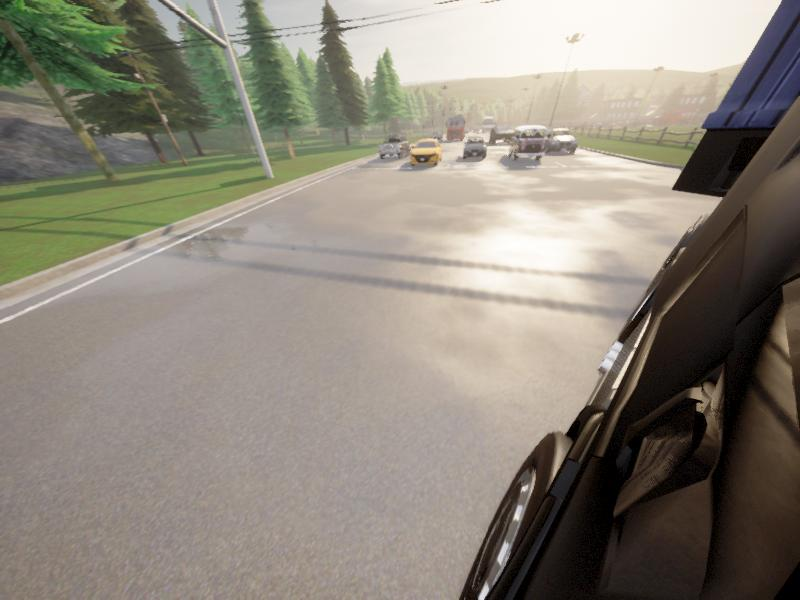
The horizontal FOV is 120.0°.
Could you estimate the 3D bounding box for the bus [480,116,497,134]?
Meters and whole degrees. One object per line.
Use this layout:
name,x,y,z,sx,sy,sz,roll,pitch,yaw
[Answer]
bus,29.331,-58.405,77.084,3.944,4.253,10.273,7,38,13

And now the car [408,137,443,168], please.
car,2.019,-11.034,17.157,1.882,1.535,5.008,6,37,11

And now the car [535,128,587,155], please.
car,13.761,-13.867,20.125,2.242,1.667,4.611,7,38,13

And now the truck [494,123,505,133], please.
truck,31.344,-54.343,72.976,2.627,2.467,5.204,7,38,13

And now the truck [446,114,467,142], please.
truck,10.550,-31.982,42.973,2.891,3.827,8.468,7,38,13

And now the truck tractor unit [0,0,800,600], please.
truck tractor unit,2.645,-0.295,0.351,6.516,4.208,3.053,-28,44,-30

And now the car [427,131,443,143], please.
car,6.513,-29.920,42.296,2.152,1.651,5.027,7,38,13

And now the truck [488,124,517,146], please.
truck,13.625,-22.385,31.272,2.390,2.098,6.274,5,37,11

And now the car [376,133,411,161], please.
car,-0.447,-14.006,21.044,1.932,1.855,4.605,7,37,12

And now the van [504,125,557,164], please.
van,9.112,-11.298,16.641,2.069,2.038,4.480,6,37,12

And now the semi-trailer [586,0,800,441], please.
semi-trailer,9.829,-2.391,2.558,14.254,4.402,2.717,-12,37,-12

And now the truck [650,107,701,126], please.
truck,80.236,-53.507,67.602,8.468,3.827,2.891,7,38,13

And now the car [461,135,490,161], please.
car,6.080,-12.386,18.778,1.816,1.474,4.193,7,38,12
